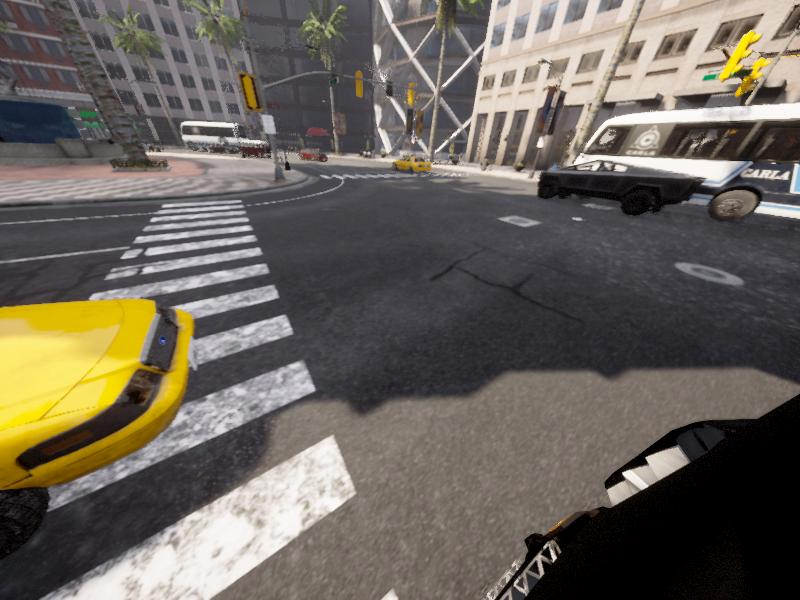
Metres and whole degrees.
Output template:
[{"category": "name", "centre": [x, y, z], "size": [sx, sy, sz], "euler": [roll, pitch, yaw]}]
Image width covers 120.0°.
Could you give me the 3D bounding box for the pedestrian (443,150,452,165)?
[{"category": "pedestrian", "centre": [7.209, -21.381, 34.772], "size": [0.751, 1.860, 0.751], "euler": [30, 42, 35]}]

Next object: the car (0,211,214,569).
[{"category": "car", "centre": [-4.223, 0.948, 0.775], "size": [5.366, 1.575, 1.801], "euler": [-18, 39, -28]}]

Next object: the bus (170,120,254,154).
[{"category": "bus", "centre": [-32.029, -28.042, 39.925], "size": [10.273, 4.253, 3.944], "euler": [4, 33, 2]}]

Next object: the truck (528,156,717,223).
[{"category": "truck", "centre": [10.490, -5.929, 11.822], "size": [2.390, 2.098, 6.274], "euler": [-18, 39, -28]}]

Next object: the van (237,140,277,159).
[{"category": "van", "centre": [-20.181, -21.334, 32.729], "size": [4.480, 2.038, 2.069], "euler": [15, 35, 18]}]

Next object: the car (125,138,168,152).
[{"category": "car", "centre": [-37.842, -23.143, 34.551], "size": [3.633, 1.501, 1.845], "euler": [-2, 34, -7]}]

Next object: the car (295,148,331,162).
[{"category": "car", "centre": [-12.182, -20.324, 32.333], "size": [4.792, 1.488, 2.163], "euler": [24, 39, 28]}]

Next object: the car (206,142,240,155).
[{"category": "car", "centre": [-28.729, -24.668, 37.606], "size": [3.806, 1.475, 1.970], "euler": [5, 34, 3]}]

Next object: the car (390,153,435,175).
[{"category": "car", "centre": [1.131, -14.132, 23.938], "size": [1.801, 1.575, 5.366], "euler": [-18, 39, -28]}]

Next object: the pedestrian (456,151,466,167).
[{"category": "pedestrian", "centre": [8.640, -20.087, 32.932], "size": [0.751, 1.860, 0.751], "euler": [-19, 39, -29]}]

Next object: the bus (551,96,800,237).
[{"category": "bus", "centre": [14.479, -6.739, 11.402], "size": [3.944, 4.253, 10.273], "euler": [-18, 39, -28]}]
